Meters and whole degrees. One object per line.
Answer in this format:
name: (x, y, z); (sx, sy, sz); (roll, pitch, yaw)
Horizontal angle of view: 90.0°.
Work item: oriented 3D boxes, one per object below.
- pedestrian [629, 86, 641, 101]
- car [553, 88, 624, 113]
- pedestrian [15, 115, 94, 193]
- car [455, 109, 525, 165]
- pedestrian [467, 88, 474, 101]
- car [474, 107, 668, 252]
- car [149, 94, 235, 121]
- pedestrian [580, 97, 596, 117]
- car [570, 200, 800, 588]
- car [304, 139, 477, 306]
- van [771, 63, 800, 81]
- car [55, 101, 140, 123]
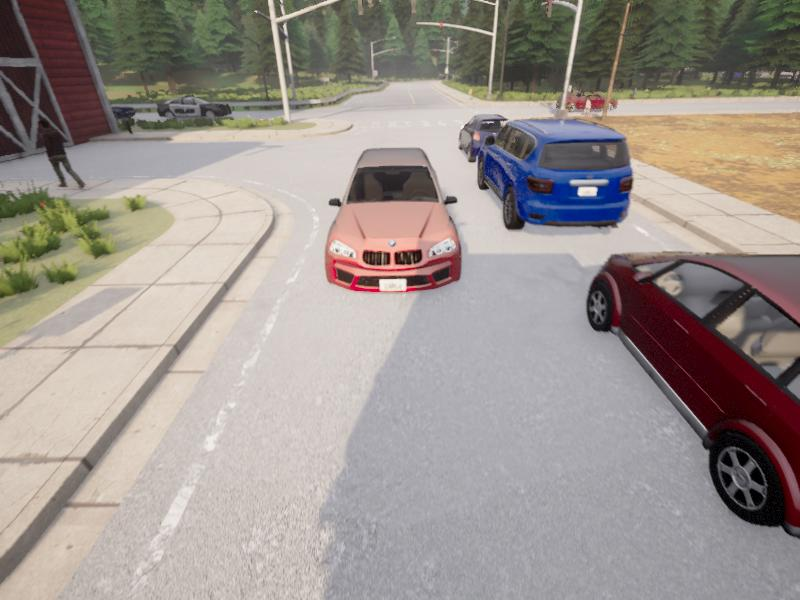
pedestrian: (20.985, -18.436, 35.715); (0.500, 1.100, 0.500); (-2, 30, -1)
car: (13.874, -14.798, 29.698); (4.193, 1.474, 1.816); (0, 30, 2)
pedestrian: (-9.380, -3.987, 10.933); (0.751, 1.860, 0.751); (8, 32, 16)
car: (3.333, -6.398, 15.519); (1.845, 1.501, 3.633); (-1, 30, 0)
pedestrian: (6.885, -20.079, 39.014); (0.500, 1.100, 0.500); (12, 33, 22)
car: (3.355, -3.213, 9.531); (2.150, 2.045, 5.566); (-1, 30, 0)
car: (-15.586, -14.577, 30.248); (5.238, 1.638, 1.930); (-1, 30, 1)
pedestrian: (12.008, -12.331, 25.543); (0.500, 1.100, 0.500); (-16, 33, -24)
car: (3.402, 0.332, 3.920); (1.789, 1.549, 3.705); (-1, 30, 0)
car: (-0.118, -1.807, 7.615); (2.242, 1.667, 4.611); (-1, 30, 0)
van: (67.064, -38.943, 68.154); (1.988, 2.561, 5.915); (0, 30, 2)
car: (-22.938, -14.356, 30.485); (4.718, 1.301, 1.895); (-1, 30, 1)
